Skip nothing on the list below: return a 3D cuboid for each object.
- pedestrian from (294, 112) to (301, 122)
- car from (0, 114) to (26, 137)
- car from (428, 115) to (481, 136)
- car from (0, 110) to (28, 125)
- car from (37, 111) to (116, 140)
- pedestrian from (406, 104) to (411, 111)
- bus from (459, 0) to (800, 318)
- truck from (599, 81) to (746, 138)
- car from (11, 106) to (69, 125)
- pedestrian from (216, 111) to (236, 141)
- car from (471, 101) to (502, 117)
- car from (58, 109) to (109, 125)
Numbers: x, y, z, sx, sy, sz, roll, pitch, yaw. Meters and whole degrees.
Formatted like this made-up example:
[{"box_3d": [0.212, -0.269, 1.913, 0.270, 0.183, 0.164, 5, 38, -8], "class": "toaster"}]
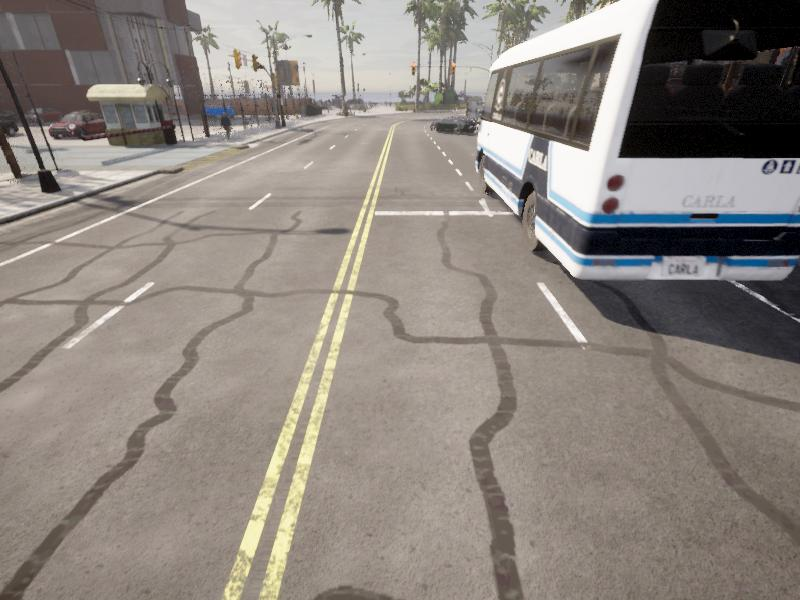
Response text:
[{"box_3d": [-11.811, -21.104, 46.141, 0.500, 1.100, 0.500, 3, 27, 5], "class": "pedestrian"}, {"box_3d": [-32.164, -13.296, 30.709, 2.097, 1.535, 5.008, 0, 27, 0], "class": "car"}, {"box_3d": [4.613, -15.134, 34.555, 1.994, 1.385, 4.181, -21, 34, -35], "class": "car"}, {"box_3d": [-45.964, -20.874, 45.769, 2.161, 1.482, 4.786, 0, 27, 0], "class": "car"}, {"box_3d": [-24.564, -13.429, 30.667, 2.185, 1.767, 4.553, 0, 27, 0], "class": "car"}, {"box_3d": [1.595, -36.412, 75.664, 0.751, 1.300, 0.751, 23, 35, 38], "class": "pedestrian"}, {"box_3d": [4.148, -3.962, 9.658, 3.944, 4.253, 10.273, 0, 27, 1], "class": "bus"}, {"box_3d": [20.758, -14.774, 31.109, 8.468, 3.827, 2.891, 0, 27, 1], "class": "truck"}, {"box_3d": [-40.904, -21.085, 45.627, 2.185, 1.767, 4.553, 0, 27, 0], "class": "car"}, {"box_3d": [-12.085, -12.150, 27.884, 0.751, 1.860, 0.751, -1, 27, -2], "class": "pedestrian"}, {"box_3d": [13.439, -29.491, 61.723, 2.150, 2.045, 5.566, 20, 34, 34], "class": "car"}, {"box_3d": [-35.958, -20.929, 45.667, 2.002, 1.452, 4.674, 0, 27, 0], "class": "car"}]
